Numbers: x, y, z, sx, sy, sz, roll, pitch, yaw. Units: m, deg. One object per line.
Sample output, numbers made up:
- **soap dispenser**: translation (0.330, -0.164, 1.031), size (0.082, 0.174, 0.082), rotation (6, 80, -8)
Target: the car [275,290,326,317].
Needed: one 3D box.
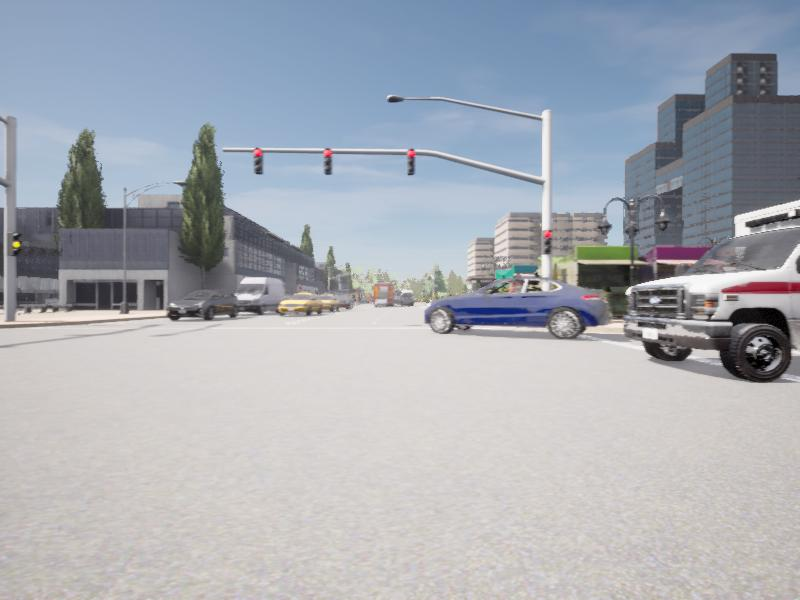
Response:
- **car**: translation (-6.214, 0.199, 25.710), size (1.801, 1.575, 5.366), rotation (0, 0, 1)

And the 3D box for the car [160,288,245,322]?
- **car**: translation (-9.784, 0.225, 20.304), size (2.007, 1.525, 4.514), rotation (0, 0, 1)

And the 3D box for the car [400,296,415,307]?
- **car**: translation (1.135, 0.238, 58.511), size (2.128, 1.511, 4.902), rotation (0, 0, 1)

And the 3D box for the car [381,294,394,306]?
- **car**: translation (-2.229, -0.027, 70.866), size (2.150, 2.045, 5.566), rotation (0, 0, 0)

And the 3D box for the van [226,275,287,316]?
- **van**: translation (-9.729, -0.281, 27.711), size (1.988, 2.561, 5.915), rotation (0, 0, 1)

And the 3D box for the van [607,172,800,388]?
- **van**: translation (6.747, -0.219, 5.719), size (6.366, 2.431, 2.351), rotation (0, 0, -1)

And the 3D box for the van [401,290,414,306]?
- **van**: translation (1.231, -0.276, 65.539), size (1.988, 2.561, 5.915), rotation (0, 0, 0)

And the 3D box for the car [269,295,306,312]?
- **car**: translation (-9.653, 0.267, 34.777), size (1.812, 1.442, 4.674), rotation (0, 0, 1)

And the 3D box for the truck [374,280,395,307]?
- **truck**: translation (-2.300, -0.920, 61.483), size (2.891, 3.827, 8.468), rotation (0, 0, 0)

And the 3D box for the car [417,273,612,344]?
- **car**: translation (3.213, 0.183, 11.467), size (5.027, 1.651, 2.152), rotation (0, 1, 29)

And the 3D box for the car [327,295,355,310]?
- **car**: translation (-6.061, 0.250, 41.769), size (2.163, 1.488, 4.792), rotation (0, 0, 1)

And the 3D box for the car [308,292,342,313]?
- **car**: translation (-6.161, 0.199, 33.373), size (1.801, 1.575, 5.366), rotation (0, 0, 1)

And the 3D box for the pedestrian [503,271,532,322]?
- **pedestrian**: translation (4.430, -0.113, 15.134), size (0.751, 1.860, 0.751), rotation (0, 0, -28)
